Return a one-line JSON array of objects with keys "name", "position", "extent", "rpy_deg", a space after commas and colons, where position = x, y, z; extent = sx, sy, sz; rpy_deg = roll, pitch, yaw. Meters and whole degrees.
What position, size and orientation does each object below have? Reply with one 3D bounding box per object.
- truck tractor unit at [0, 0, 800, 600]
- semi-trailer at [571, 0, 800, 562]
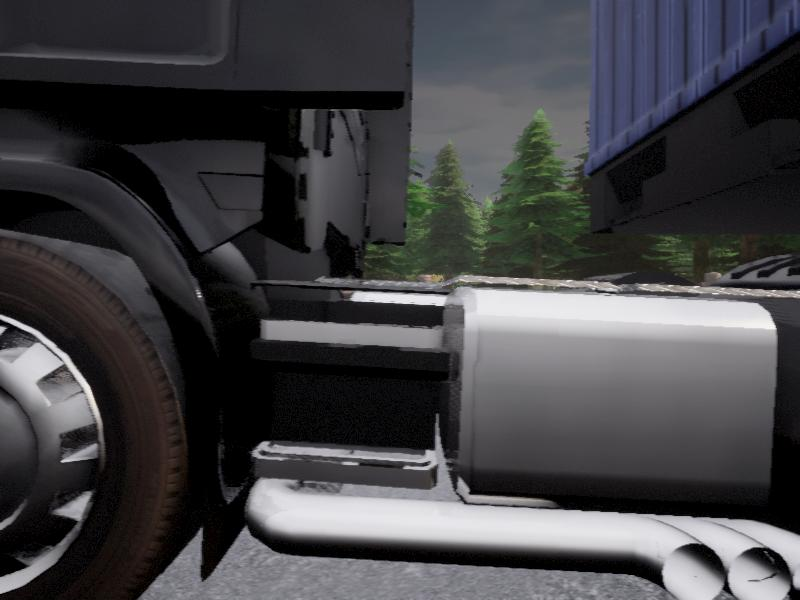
[{"name": "truck tractor unit", "position": [0.742, -1.115, 2.248], "extent": [6.516, 4.208, 3.053], "rpy_deg": [0, 0, 1]}, {"name": "semi-trailer", "position": [8.655, -1.217, 2.185], "extent": [14.254, 4.402, 2.717], "rpy_deg": [0, 0, 0]}]
